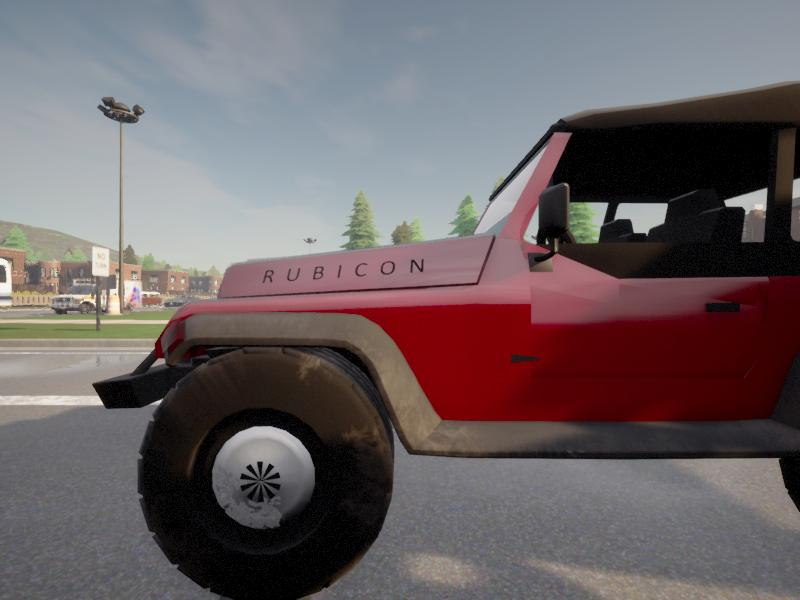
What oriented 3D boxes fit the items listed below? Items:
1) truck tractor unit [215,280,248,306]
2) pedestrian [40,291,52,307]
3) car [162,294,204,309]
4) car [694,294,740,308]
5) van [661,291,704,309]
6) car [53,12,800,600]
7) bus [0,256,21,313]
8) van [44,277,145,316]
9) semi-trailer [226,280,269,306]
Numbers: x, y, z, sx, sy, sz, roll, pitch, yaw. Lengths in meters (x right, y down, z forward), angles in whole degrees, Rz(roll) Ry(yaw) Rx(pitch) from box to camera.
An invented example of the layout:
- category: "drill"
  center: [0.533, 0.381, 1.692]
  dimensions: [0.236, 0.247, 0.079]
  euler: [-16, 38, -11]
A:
- category: "truck tractor unit"
  center: [-28.790, -1.119, 68.746]
  dimensions: [3.053, 4.208, 6.516]
  euler: [0, 0, -2]
- category: "pedestrian"
  center: [-41.936, -0.115, 47.344]
  dimensions: [0.751, 1.860, 0.751]
  euler: [0, 0, -1]
- category: "car"
  center: [-24.925, 0.180, 46.146]
  dimensions: [2.152, 1.651, 5.027]
  euler: [0, 0, 0]
- category: "car"
  center: [39.957, 0.156, 50.594]
  dimensions: [2.242, 1.667, 4.611]
  euler: [0, 0, -1]
- category: "van"
  center: [32.991, 0.000, 46.862]
  dimensions: [1.775, 1.987, 4.442]
  euler: [0, 0, -1]
- category: "car"
  center: [0.853, 0.046, 2.203]
  dimensions: [3.866, 1.878, 1.905]
  euler: [0, 0, 0]
- category: "bus"
  center: [-31.611, -1.134, 26.201]
  dimensions: [3.944, 4.253, 10.273]
  euler: [0, 0, -1]
- category: "van"
  center: [-21.260, -0.222, 28.378]
  dimensions: [2.351, 2.431, 6.366]
  euler: [0, 0, -1]
- category: "semi-trailer"
  center: [-28.855, -1.218, 76.658]
  dimensions: [2.717, 4.402, 14.254]
  euler: [0, 0, 0]
